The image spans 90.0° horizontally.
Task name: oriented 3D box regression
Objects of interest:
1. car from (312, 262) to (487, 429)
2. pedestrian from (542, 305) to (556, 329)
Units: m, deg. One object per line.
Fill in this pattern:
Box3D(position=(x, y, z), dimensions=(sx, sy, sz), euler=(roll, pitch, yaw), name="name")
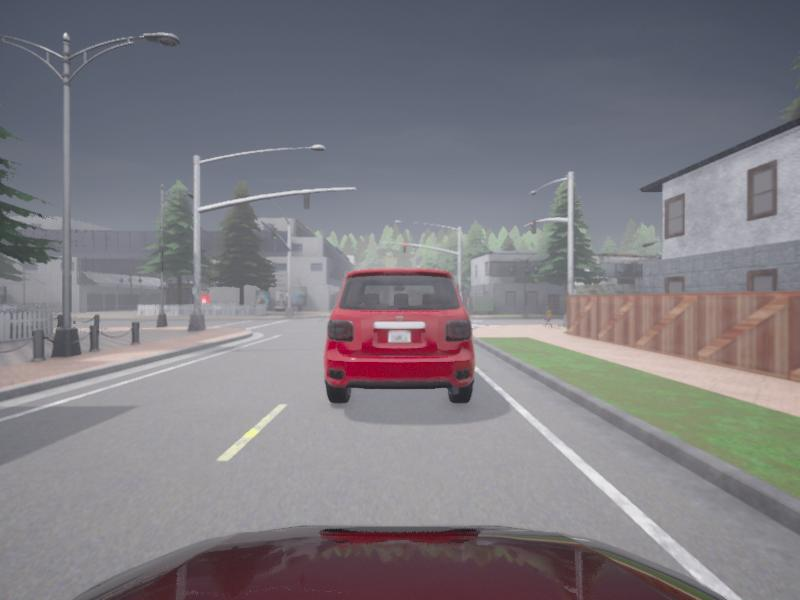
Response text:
Box3D(position=(-0.010, 0.555, 7.696), dimensions=(2.150, 2.045, 5.566), euler=(0, 0, 0), name="car")
Box3D(position=(7.194, 0.818, 19.298), dimensions=(0.500, 1.100, 0.500), euler=(0, 0, -1), name="pedestrian")
